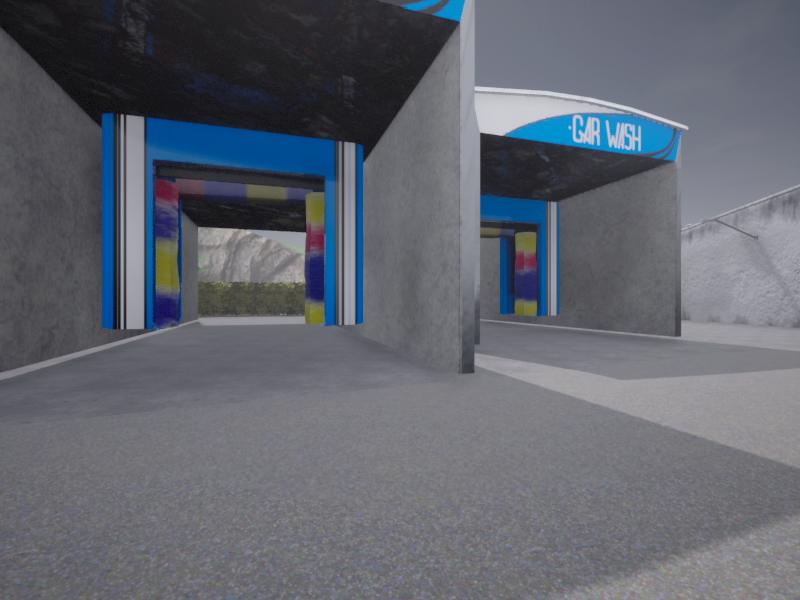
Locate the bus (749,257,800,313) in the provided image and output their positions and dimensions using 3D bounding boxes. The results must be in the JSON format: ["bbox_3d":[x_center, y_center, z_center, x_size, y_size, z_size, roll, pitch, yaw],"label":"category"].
[{"bbox_3d":[35.428,-1.135,32.689,10.273,4.253,3.944,0,0,0],"label":"bus"}]
